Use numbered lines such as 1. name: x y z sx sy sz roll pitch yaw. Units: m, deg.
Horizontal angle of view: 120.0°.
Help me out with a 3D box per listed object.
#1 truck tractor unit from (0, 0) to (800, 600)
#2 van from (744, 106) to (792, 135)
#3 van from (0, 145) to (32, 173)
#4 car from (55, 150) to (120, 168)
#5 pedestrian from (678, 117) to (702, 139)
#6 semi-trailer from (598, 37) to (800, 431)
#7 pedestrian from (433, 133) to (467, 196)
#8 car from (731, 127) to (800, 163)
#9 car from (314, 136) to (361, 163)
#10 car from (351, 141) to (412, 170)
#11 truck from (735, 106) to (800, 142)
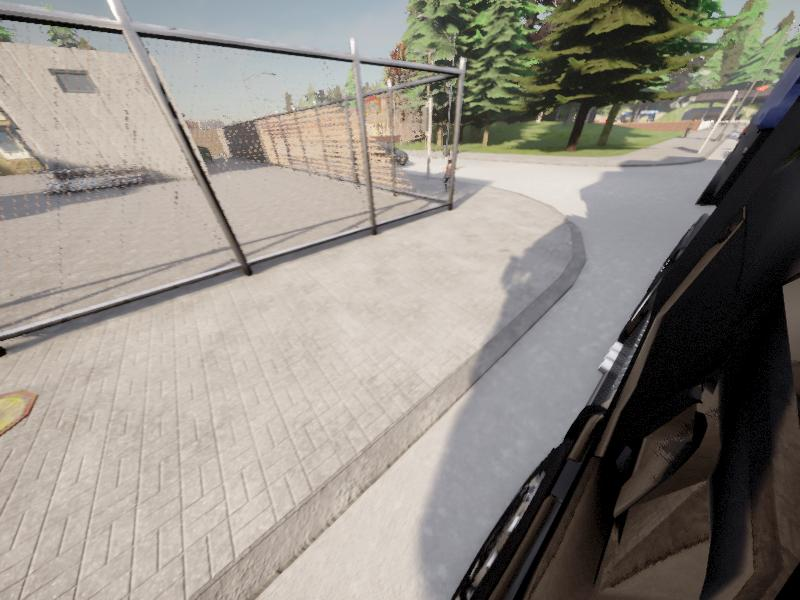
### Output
1. truck tractor unit: 2.645 -0.295 0.351 6.516 4.208 3.053 -28 44 -30
2. van: 44.885 -21.970 28.325 5.915 2.561 1.988 -28 43 -30
3. van: -46.310 -15.182 25.165 5.915 2.561 1.988 -28 43 -30
4. car: -39.848 -18.169 29.703 4.674 1.442 1.812 -28 43 -30
5. pedestrian: 31.093 -18.420 24.788 0.751 1.860 0.751 -27 43 -29
6. semi-trailer: 8.695 -3.590 4.255 14.254 4.402 2.717 -28 43 -30
7. pedestrian: 1.791 -4.926 8.446 0.751 1.860 0.751 -25 42 -27
8. car: 21.273 -8.992 13.307 4.181 1.385 1.994 -28 43 -30
9. car: -5.848 -14.007 21.457 1.932 1.855 4.605 -28 43 -30
10. car: -1.431 -10.797 17.146 1.837 1.490 4.892 -28 43 -30
11. truck: 34.431 -16.416 21.558 5.204 2.467 2.627 -28 43 -30
